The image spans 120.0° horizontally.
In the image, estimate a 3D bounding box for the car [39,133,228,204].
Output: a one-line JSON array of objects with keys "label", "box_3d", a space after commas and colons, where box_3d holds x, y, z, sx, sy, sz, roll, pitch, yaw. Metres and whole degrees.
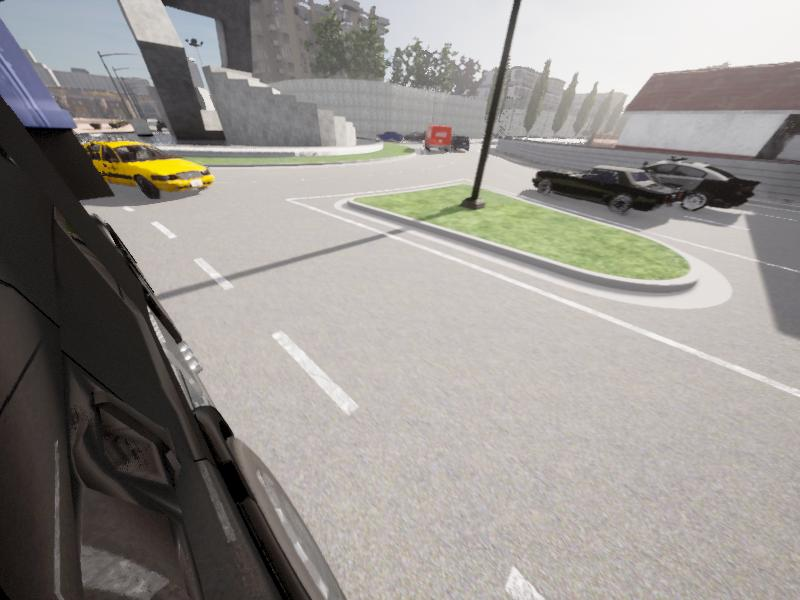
[{"label": "car", "box_3d": [-9.172, -4.754, 8.093, 5.366, 1.575, 1.801, 14, 39, 15]}]

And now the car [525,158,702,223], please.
[{"label": "car", "box_3d": [7.789, -4.546, 9.110, 1.895, 1.301, 4.718, -16, 41, -23]}]

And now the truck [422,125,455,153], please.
[{"label": "truck", "box_3d": [4.354, -19.291, 27.578, 2.627, 2.467, 5.204, 0, 37, -5]}]

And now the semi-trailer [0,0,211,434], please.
[{"label": "semi-trailer", "box_3d": [-9.376, -3.030, 3.415, 14.254, 4.402, 2.717, 20, 40, 21]}]

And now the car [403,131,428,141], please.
[{"label": "car", "box_3d": [3.217, -33.638, 47.398, 4.974, 1.542, 2.038, -24, 45, -31]}]

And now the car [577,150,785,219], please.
[{"label": "car", "box_3d": [11.176, -5.178, 9.875, 1.930, 1.638, 5.238, -17, 41, -25]}]

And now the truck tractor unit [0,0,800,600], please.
[{"label": "truck tractor unit", "box_3d": [-2.645, -0.295, 0.351, 6.516, 4.208, 3.053, 28, 44, 30]}]

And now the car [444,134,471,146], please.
[{"label": "car", "box_3d": [9.912, -27.471, 39.601, 2.038, 1.542, 4.974, 31, 46, 32]}]

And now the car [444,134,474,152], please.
[{"label": "car", "box_3d": [7.466, -20.327, 29.845, 2.033, 1.649, 4.856, -3, 37, -8]}]

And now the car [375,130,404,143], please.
[{"label": "car", "box_3d": [-1.870, -28.978, 40.865, 5.008, 1.535, 1.882, 27, 43, 29]}]

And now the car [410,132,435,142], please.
[{"label": "car", "box_3d": [4.427, -31.497, 44.693, 4.674, 1.442, 1.812, -24, 44, -31]}]
